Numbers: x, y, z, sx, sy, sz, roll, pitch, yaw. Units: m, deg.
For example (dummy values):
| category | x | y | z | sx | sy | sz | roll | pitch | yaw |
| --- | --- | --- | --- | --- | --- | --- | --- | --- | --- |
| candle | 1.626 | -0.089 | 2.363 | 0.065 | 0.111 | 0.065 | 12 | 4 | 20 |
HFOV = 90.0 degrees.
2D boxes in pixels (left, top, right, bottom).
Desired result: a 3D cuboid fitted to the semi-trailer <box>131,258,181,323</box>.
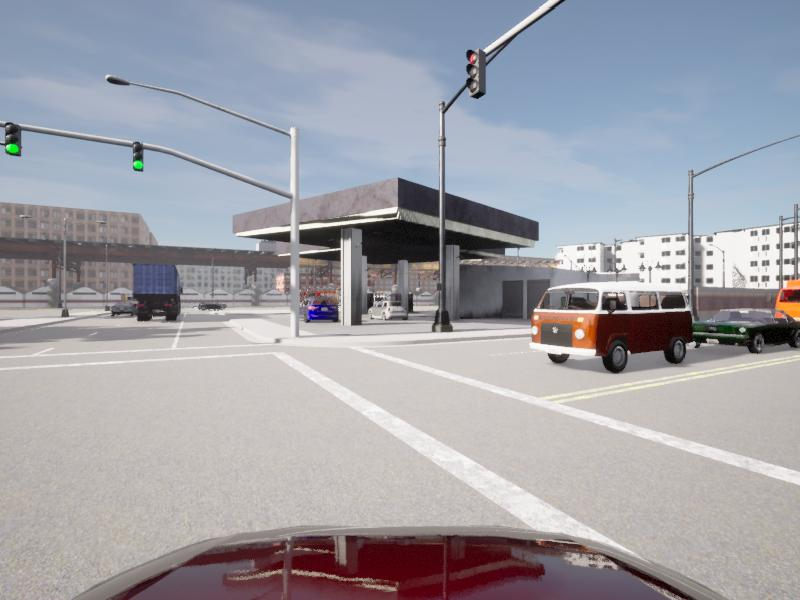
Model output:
| category | x | y | z | sx | sy | sz | roll | pitch | yaw |
| --- | --- | --- | --- | --- | --- | --- | --- | --- | --- |
| semi-trailer | -20.462 | -0.618 | 34.213 | 2.717 | 4.402 | 14.254 | 0 | 0 | -28 |

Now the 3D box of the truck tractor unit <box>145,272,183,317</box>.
| category | x | y | z | sx | sy | sz | roll | pitch | yaw |
| --- | --- | --- | --- | --- | --- | --- | --- | --- | --- |
| truck tractor unit | -24.141 | -0.518 | 41.216 | 3.053 | 4.208 | 6.516 | 0 | 0 | -28 |

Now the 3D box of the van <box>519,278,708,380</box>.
| category | x | y | z | sx | sy | sz | roll | pitch | yaw |
| --- | --- | --- | --- | --- | --- | --- | --- | --- | --- |
| van | 5.362 | 0.571 | 9.980 | 4.480 | 2.038 | 2.069 | 0 | 0 | -29 |

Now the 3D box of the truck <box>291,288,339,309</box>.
| category | x | y | z | sx | sy | sz | roll | pitch | yaw |
| --- | --- | --- | --- | --- | --- | --- | --- | --- | --- |
| truck | -16.349 | -0.321 | 77.136 | 8.468 | 3.827 | 2.891 | 0 | 0 | -27 |

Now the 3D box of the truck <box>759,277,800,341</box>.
| category | x | y | z | sx | sy | sz | roll | pitch | yaw |
| --- | --- | --- | --- | --- | --- | --- | --- | --- | --- |
| truck | 17.876 | 0.356 | 16.753 | 5.204 | 2.467 | 2.627 | 0 | 0 | -28 |

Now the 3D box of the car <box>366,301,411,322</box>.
| category | x | y | z | sx | sy | sz | roll | pitch | yaw |
| --- | --- | --- | --- | --- | --- | --- | --- | --- | --- |
| car | -0.972 | 0.799 | 30.327 | 1.970 | 1.475 | 3.806 | 0 | 0 | -27 |

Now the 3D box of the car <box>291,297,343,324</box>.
| category | x | y | z | sx | sy | sz | roll | pitch | yaw |
| --- | --- | --- | --- | --- | --- | --- | --- | --- | --- |
| car | -5.706 | 0.638 | 26.983 | 2.242 | 1.667 | 4.611 | 0 | 0 | -27 |

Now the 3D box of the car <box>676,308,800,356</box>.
| category | x | y | z | sx | sy | sz | roll | pitch | yaw |
| --- | --- | --- | --- | --- | --- | --- | --- | --- | --- |
| car | 11.463 | 0.944 | 13.256 | 4.718 | 1.301 | 1.895 | 0 | 0 | -29 |

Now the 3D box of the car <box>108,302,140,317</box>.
| category | x | y | z | sx | sy | sz | roll | pitch | yaw |
| --- | --- | --- | --- | --- | --- | --- | --- | --- | --- |
| car | -27.405 | 0.895 | 39.922 | 2.033 | 1.411 | 5.357 | 0 | 0 | -28 |

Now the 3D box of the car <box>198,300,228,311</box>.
| category | x | y | z | sx | sy | sz | roll | pitch | yaw |
| --- | --- | --- | --- | --- | --- | --- | --- | --- | --- |
| car | -27.623 | 0.827 | 59.148 | 3.633 | 1.501 | 1.845 | 0 | -1 | -37 |
